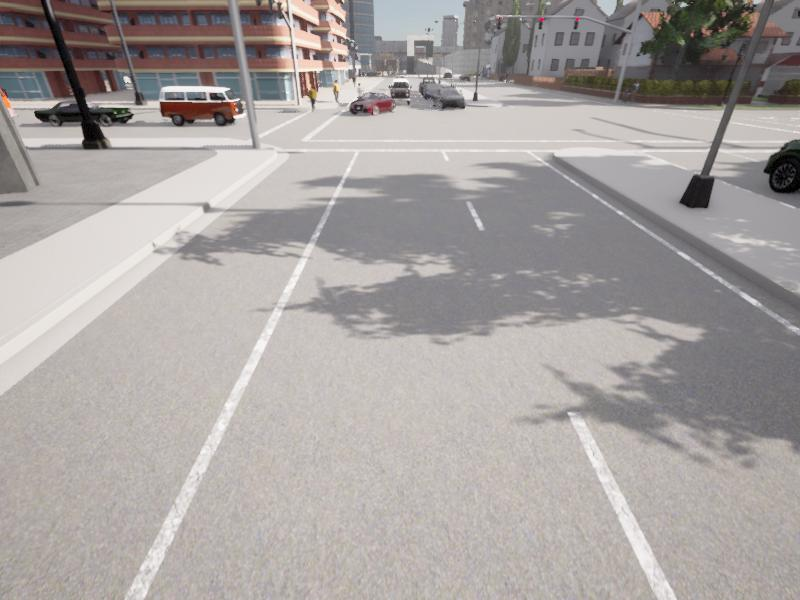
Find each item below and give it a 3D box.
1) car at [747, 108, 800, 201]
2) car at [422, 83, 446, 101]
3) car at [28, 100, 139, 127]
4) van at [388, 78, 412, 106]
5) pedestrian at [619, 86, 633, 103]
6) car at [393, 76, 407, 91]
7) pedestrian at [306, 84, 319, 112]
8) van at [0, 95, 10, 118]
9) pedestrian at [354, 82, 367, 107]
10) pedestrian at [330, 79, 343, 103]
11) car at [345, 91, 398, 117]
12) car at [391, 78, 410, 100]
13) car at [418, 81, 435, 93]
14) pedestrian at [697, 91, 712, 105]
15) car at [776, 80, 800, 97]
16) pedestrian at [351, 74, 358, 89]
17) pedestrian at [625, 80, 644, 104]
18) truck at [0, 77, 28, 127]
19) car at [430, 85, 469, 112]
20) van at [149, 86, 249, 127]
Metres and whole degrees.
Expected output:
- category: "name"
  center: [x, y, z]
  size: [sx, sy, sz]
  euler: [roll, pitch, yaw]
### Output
- category: "car"
  center: [11.511, -2.992, 9.113]
  size: [2.150, 2.045, 5.566]
  euler: [0, 30, 0]
- category: "car"
  center: [3.529, -22.065, 42.332]
  size: [2.163, 1.488, 4.792]
  euler: [0, 30, 0]
- category: "car"
  center: [-18.523, -11.033, 23.621]
  size: [4.718, 1.301, 1.895]
  euler: [0, 30, -1]
- category: "van"
  center: [0.026, -19.200, 36.870]
  size: [2.069, 2.038, 4.480]
  euler: [0, 30, 0]
- category: "pedestrian"
  center: [20.280, -18.435, 35.959]
  size: [0.751, 1.300, 0.751]
  euler: [16, 34, 25]
- category: "car"
  center: [0.050, -31.125, 57.449]
  size: [1.932, 1.855, 4.605]
  euler: [1, 30, 1]
- category: "pedestrian"
  center: [-6.617, -15.263, 30.258]
  size: [0.751, 1.860, 0.751]
  euler: [-4, 31, -7]
- category: "van"
  center: [-30.338, -13.195, 26.199]
  size: [6.366, 2.431, 2.351]
  euler: [0, 30, -1]
- category: "pedestrian"
  center: [-3.393, -17.709, 34.451]
  size: [0.751, 1.860, 0.751]
  euler: [25, 38, 35]
- category: "pedestrian"
  center: [-5.744, -18.928, 36.231]
  size: [0.751, 1.860, 0.751]
  euler: [26, 39, 37]
- category: "car"
  center: [-1.978, -14.518, 29.518]
  size: [1.994, 1.385, 4.181]
  euler: [15, 33, 24]
- category: "car"
  center: [0.032, -22.809, 43.210]
  size: [1.932, 1.855, 4.605]
  euler: [0, 30, 0]
- category: "car"
  center: [3.536, -28.920, 54.251]
  size: [1.895, 1.301, 4.718]
  euler: [0, 30, 0]
- category: "pedestrian"
  center: [25.885, -17.178, 34.008]
  size: [0.500, 1.100, 0.500]
  euler: [0, 30, 0]
- category: "car"
  center: [41.452, -21.715, 41.062]
  size: [1.970, 1.475, 3.806]
  euler: [0, 30, 0]
- category: "pedestrian"
  center: [-6.555, -31.324, 57.456]
  size: [0.751, 1.860, 0.751]
  euler: [7, 31, 11]
- category: "pedestrian"
  center: [20.652, -18.351, 35.259]
  size: [0.751, 1.860, 0.751]
  euler: [5, 31, 8]
- category: "truck"
  center: [-25.826, -11.482, 23.225]
  size: [5.204, 2.467, 2.627]
  euler: [0, 30, -1]
- category: "car"
  center: [3.936, -16.471, 32.593]
  size: [1.930, 1.638, 5.238]
  euler: [-4, 30, -6]
- category: "van"
  center: [-11.598, -11.386, 23.488]
  size: [4.480, 2.038, 2.069]
  euler: [-1, 30, -1]
